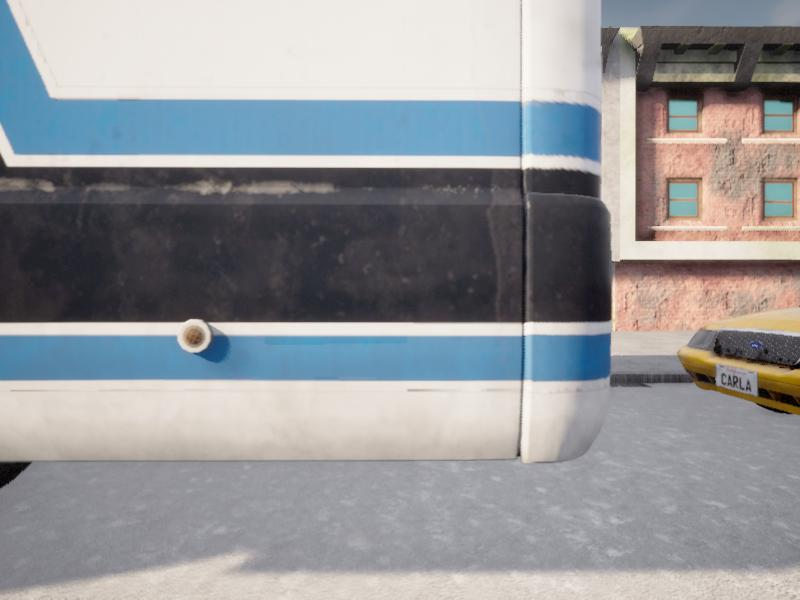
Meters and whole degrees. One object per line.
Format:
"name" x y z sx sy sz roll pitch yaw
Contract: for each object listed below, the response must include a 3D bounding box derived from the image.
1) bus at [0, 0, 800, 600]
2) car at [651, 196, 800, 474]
"bus" -4.375 -1.128 2.545 10.273 4.253 3.944 0 0 0
"car" 4.951 0.197 2.722 5.366 1.575 1.801 0 0 0
